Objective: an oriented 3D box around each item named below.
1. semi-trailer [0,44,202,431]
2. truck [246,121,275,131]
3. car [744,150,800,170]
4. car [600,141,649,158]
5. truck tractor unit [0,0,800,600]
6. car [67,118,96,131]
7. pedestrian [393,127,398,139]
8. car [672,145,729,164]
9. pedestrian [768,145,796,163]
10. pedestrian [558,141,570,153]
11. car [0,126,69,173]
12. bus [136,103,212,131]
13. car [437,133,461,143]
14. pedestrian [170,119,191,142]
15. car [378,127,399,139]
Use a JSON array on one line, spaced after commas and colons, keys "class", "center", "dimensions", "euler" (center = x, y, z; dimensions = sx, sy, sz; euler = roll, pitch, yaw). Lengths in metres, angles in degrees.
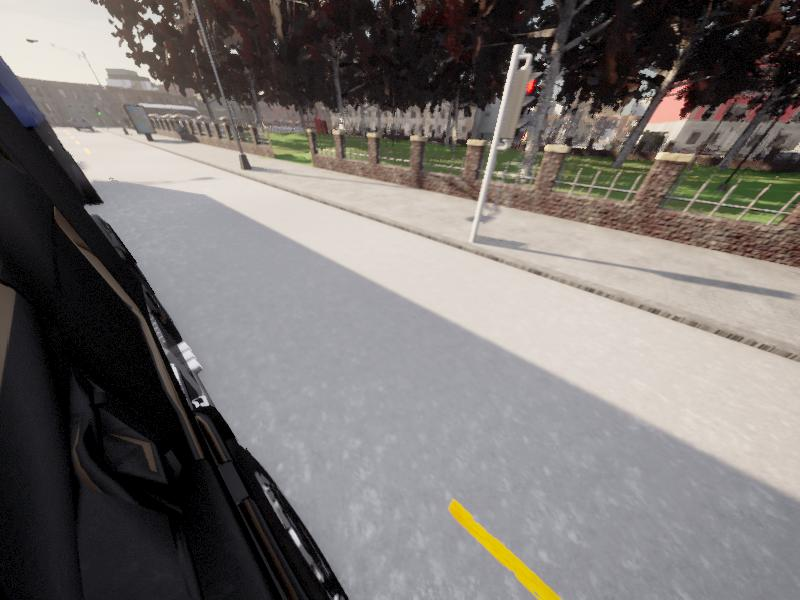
[{"class": "semi-trailer", "center": [-8.705, -3.590, 4.235], "dimensions": [14.254, 4.402, 2.717], "euler": [28, 44, 30]}, {"class": "truck", "center": [-38.677, -48.403, 64.321], "dimensions": [2.390, 2.098, 6.274], "euler": [28, 44, 30]}, {"class": "car", "center": [40.875, -14.681, 24.291], "dimensions": [4.892, 1.490, 1.837], "euler": [27, 43, 29]}, {"class": "car", "center": [30.214, -20.360, 31.214], "dimensions": [4.514, 1.525, 2.007], "euler": [28, 44, 30]}, {"class": "truck tractor unit", "center": [-2.645, -0.295, 0.351], "dimensions": [6.516, 4.208, 3.053], "euler": [28, 44, 30]}, {"class": "car", "center": [-47.730, -26.279, 34.616], "dimensions": [3.633, 1.501, 1.845], "euler": [28, 44, 30]}, {"class": "pedestrian", "center": [-0.919, -33.568, 46.522], "dimensions": [0.751, 1.860, 0.751], "euler": [-25, 45, -32]}, {"class": "car", "center": [35.722, -17.445, 27.626], "dimensions": [3.705, 1.549, 1.789], "euler": [28, 44, 30]}, {"class": "pedestrian", "center": [47.957, -18.323, 29.028], "dimensions": [0.751, 1.860, 0.751], "euler": [25, 42, 27]}, {"class": "pedestrian", "center": [22.253, -20.831, 31.357], "dimensions": [0.751, 1.300, 0.751], "euler": [28, 44, 30]}, {"class": "car", "center": [-18.150, -7.366, 11.132], "dimensions": [4.514, 1.525, 2.007], "euler": [29, 44, 31]}, {"class": "bus", "center": [-48.084, -39.064, 49.671], "dimensions": [3.944, 4.253, 10.273], "euler": [28, 44, 30]}, {"class": "car", "center": [9.459, -31.358, 44.709], "dimensions": [3.806, 1.475, 1.970], "euler": [28, 44, 30]}, {"class": "pedestrian", "center": [-22.425, -17.276, 23.591], "dimensions": [0.751, 1.860, 0.751], "euler": [28, 44, 30]}, {"class": "car", "center": [-2.636, -37.934, 52.425], "dimensions": [4.605, 1.855, 1.932], "euler": [29, 44, 28]}]
